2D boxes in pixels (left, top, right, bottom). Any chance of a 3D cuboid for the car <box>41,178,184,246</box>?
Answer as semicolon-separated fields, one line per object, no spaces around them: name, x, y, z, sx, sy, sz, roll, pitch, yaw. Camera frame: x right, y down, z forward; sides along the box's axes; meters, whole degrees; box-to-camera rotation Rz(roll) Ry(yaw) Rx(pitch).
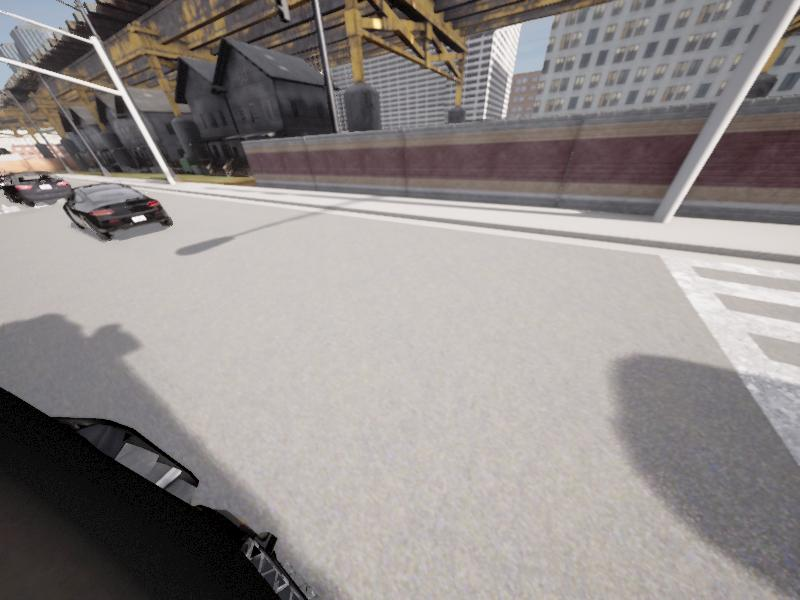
car;-10.021;-3.242;8.048;4.674;1.442;1.812;17;40;26

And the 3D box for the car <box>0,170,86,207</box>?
car;-22.814;-7.098;14.489;4.611;1.667;2.242;14;38;23

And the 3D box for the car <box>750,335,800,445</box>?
car;4.851;1.258;0.365;4.181;1.385;1.994;17;40;27

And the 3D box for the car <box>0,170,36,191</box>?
car;-39.850;-12.225;23.467;4.902;1.511;2.128;17;39;26
